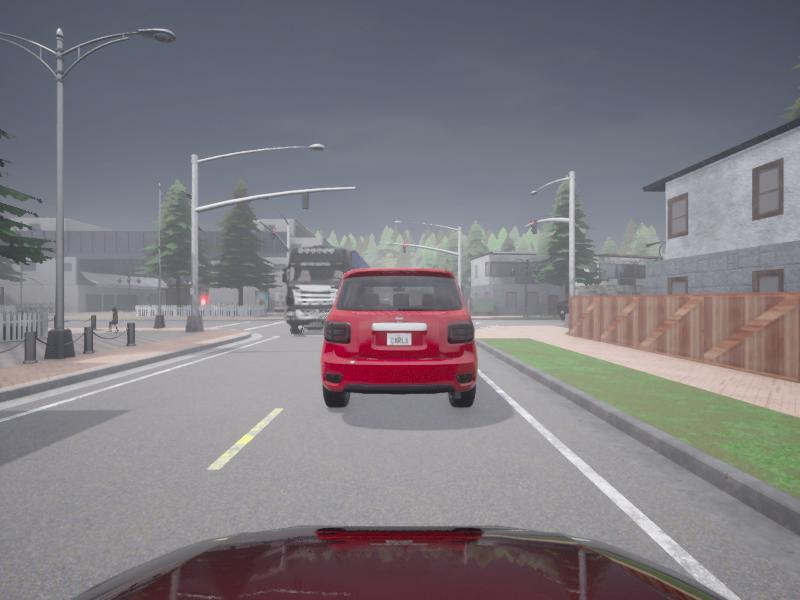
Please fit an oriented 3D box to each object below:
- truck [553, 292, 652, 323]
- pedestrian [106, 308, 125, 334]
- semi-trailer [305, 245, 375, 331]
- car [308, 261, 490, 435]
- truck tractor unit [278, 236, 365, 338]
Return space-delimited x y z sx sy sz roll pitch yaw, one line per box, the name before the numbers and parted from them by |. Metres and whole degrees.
truck | 14.789 0.523 29.358 6.274 2.098 2.390 0 0 -9
pedestrian | -12.002 0.875 16.874 0.500 1.100 0.500 0 0 -12
semi-trailer | -3.547 -0.618 27.684 2.717 4.402 14.254 0 0 0
car | -0.013 0.568 7.496 2.150 2.045 5.566 0 0 0
truck tractor unit | -3.527 -0.523 19.770 3.053 4.208 6.516 0 0 0
